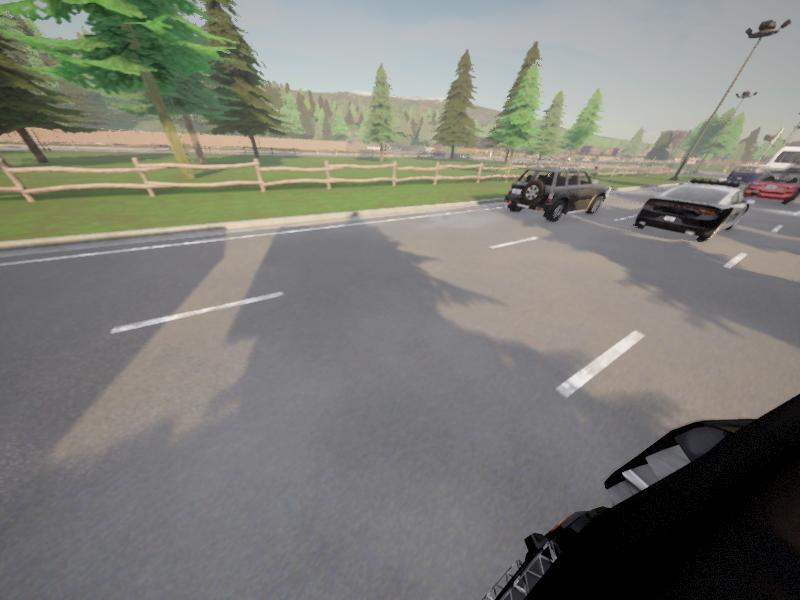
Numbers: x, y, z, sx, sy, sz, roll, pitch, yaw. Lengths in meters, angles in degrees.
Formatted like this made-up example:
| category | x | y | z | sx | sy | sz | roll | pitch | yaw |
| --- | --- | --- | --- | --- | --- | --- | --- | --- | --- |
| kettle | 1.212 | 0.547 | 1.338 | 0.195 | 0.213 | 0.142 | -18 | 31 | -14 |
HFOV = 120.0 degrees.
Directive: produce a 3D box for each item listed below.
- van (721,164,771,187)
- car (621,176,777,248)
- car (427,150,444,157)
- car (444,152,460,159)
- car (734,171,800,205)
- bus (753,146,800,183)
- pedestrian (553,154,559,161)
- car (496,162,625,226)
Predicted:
| category | x | y | z | sx | sy | sz | roll | pitch | yaw |
| --- | --- | --- | --- | --- | --- | --- | --- | --- | --- |
| van | 37.456 | -13.497 | 25.004 | 4.442 | 1.987 | 1.775 | -16 | 38 | -26 |
| car | 10.673 | -3.353 | 8.238 | 5.238 | 1.638 | 1.930 | -16 | 38 | -26 |
| car | 10.838 | -44.820 | 70.658 | 4.605 | 1.855 | 1.932 | -16 | 38 | -26 |
| car | 14.915 | -41.337 | 66.106 | 4.181 | 1.385 | 1.994 | -16 | 38 | -26 |
| car | 25.947 | -7.797 | 15.925 | 4.611 | 1.667 | 2.242 | -16 | 38 | -26 |
| bus | 58.488 | -18.229 | 31.471 | 3.944 | 4.253 | 10.273 | -16 | 38 | -25 |
| pedestrian | 55.932 | -51.132 | 82.847 | 0.751 | 1.860 | 0.751 | -10 | 35 | -18 |
| car | 6.535 | -4.484 | 9.459 | 4.605 | 1.855 | 1.932 | -16 | 38 | -26 |
